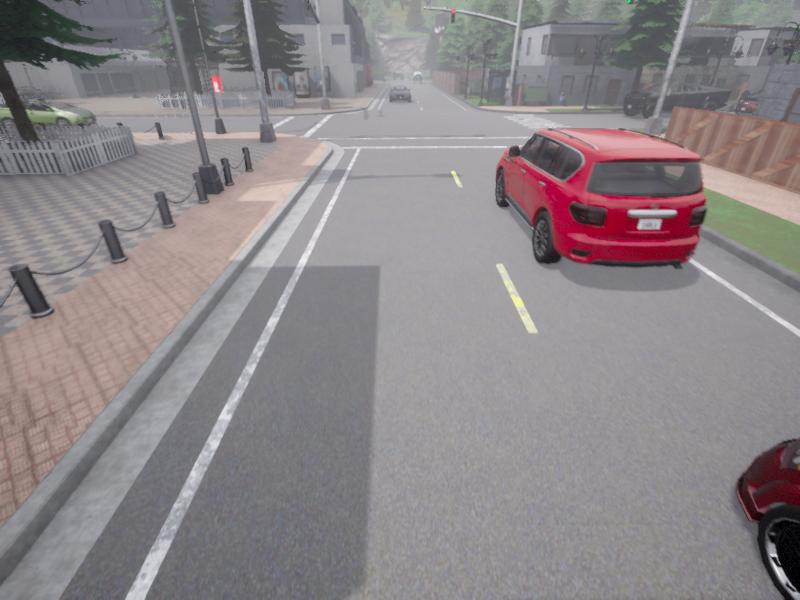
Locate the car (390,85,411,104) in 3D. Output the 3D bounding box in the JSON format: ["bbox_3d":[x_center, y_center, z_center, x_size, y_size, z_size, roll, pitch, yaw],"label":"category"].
[{"bbox_3d":[0.026,-20.194,39.201,1.994,1.385,4.181,0,30,0],"label":"car"}]

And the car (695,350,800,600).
[{"bbox_3d":[3.504,1.991,1.248,1.994,1.385,4.181,0,30,0],"label":"car"}]

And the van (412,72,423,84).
[{"bbox_3d":[3.551,-44.962,80.917,2.069,2.038,4.480,0,30,0],"label":"van"}]

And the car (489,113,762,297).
[{"bbox_3d":[3.507,-2.337,7.980,2.150,2.045,5.566,0,30,0],"label":"car"}]

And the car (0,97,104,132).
[{"bbox_3d":[-19.429,-10.184,21.939,4.514,1.525,2.007,-1,30,-2],"label":"car"}]

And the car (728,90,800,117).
[{"bbox_3d":[25.729,-13.852,28.166,3.633,1.501,1.845,-8,31,-13],"label":"car"}]

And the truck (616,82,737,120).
[{"bbox_3d":[18.352,-13.390,26.808,6.274,2.098,2.390,-4,31,-7],"label":"truck"}]

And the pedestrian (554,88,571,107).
[{"bbox_3d":[13.122,-16.377,32.357,0.751,1.300,0.751,-18,35,-27],"label":"pedestrian"}]

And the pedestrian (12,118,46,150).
[{"bbox_3d":[-14.583,-6.527,15.748,0.500,1.100,0.500,-8,31,-13],"label":"pedestrian"}]
